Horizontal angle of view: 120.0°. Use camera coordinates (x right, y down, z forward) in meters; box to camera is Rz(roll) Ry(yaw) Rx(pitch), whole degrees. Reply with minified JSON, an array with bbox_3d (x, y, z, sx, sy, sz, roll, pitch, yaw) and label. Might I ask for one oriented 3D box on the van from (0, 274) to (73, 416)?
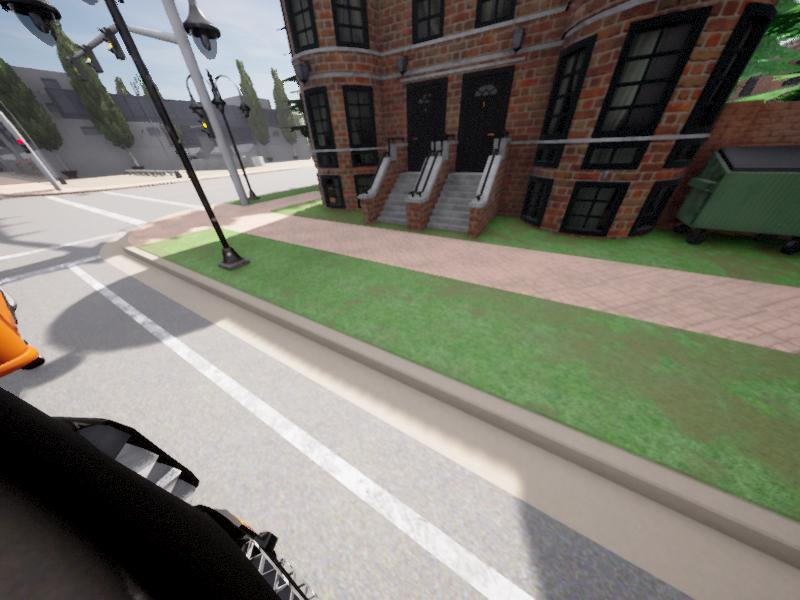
[{"bbox_3d":[-6.243,-0.010,2.502,4.442,1.987,1.775,16,38,26],"label":"van"}]
